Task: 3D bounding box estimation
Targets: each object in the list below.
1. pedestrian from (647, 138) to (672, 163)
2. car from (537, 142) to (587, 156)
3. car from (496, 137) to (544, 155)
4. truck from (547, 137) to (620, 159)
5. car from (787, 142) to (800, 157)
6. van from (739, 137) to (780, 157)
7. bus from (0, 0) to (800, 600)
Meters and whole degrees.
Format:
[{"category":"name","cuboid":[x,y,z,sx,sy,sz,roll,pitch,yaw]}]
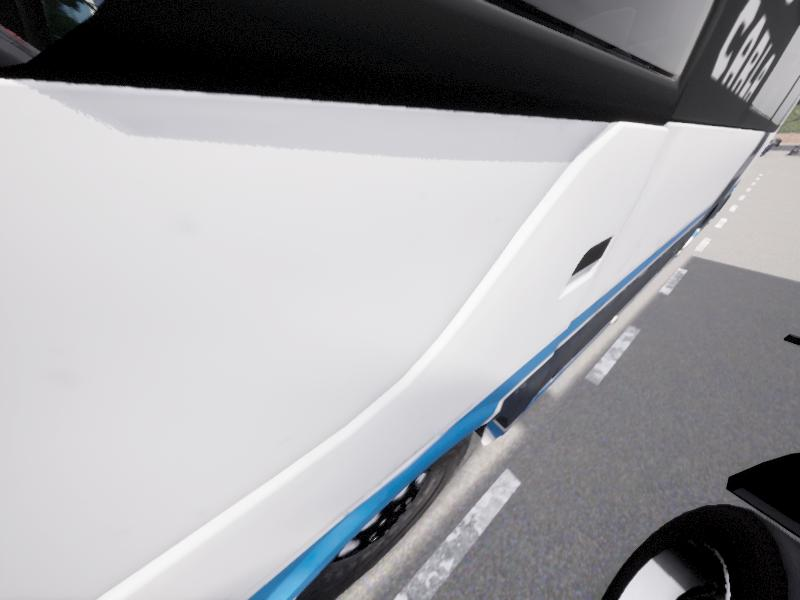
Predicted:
[{"category":"pedestrian","cuboid":[23.499,-13.568,20.949,0.751,1.860,0.751,25,43,31]},{"category":"car","cuboid":[22.806,-21.479,32.799,2.033,1.411,5.357,-23,41,-28]},{"category":"car","cuboid":[17.389,-22.614,33.888,2.150,2.045,5.566,-23,41,-28]},{"category":"truck","cuboid":[22.222,-18.772,28.363,2.390,2.098,6.274,-23,41,-28]},{"category":"car","cuboid":[50.552,-18.776,28.786,4.674,1.442,1.812,-23,41,-28]},{"category":"van","cuboid":[46.825,-19.999,30.081,4.442,1.987,1.775,-21,40,-26]},{"category":"bus","cuboid":[1.948,-1.905,2.897,10.273,4.253,3.944,-23,41,-28]}]
